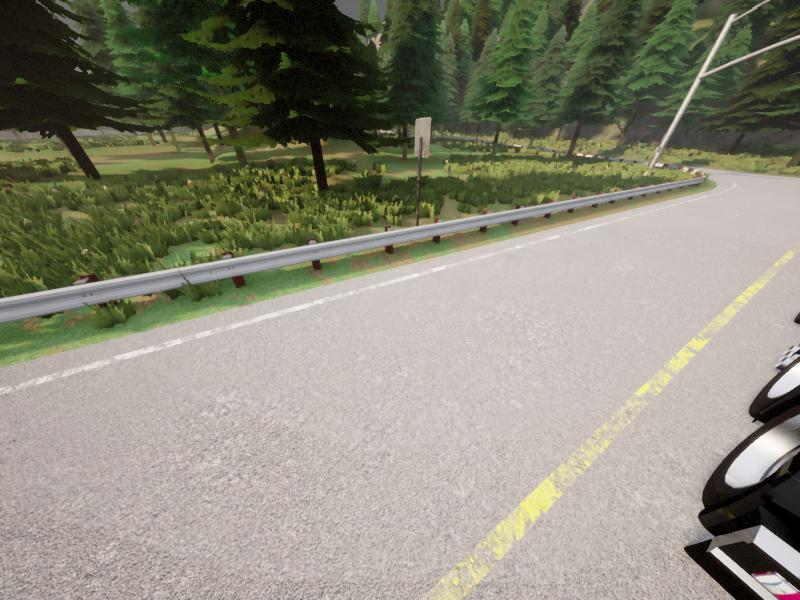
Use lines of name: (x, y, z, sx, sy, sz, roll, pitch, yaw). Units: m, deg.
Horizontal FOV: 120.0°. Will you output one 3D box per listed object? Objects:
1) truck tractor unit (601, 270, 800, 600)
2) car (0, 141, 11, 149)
truck tractor unit: (5.120, -0.291, 0.767, 6.516, 4.208, 3.053, -18, 39, -24)
car: (-95.234, -35.721, 53.335, 5.008, 1.535, 1.882, -18, 39, -25)
